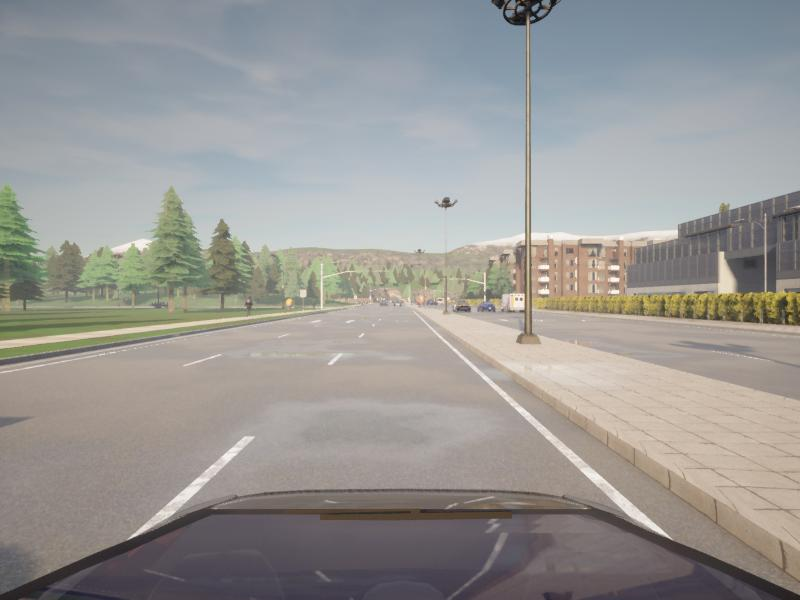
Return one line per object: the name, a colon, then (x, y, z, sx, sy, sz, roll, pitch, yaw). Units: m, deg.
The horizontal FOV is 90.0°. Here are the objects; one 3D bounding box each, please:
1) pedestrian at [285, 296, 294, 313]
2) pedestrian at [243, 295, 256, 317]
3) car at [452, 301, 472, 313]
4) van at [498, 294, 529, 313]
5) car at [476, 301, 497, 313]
pedestrian: (-12.341, 0.524, 44.712, 0.751, 1.860, 0.751, 0, 0, 2)
pedestrian: (-12.607, 0.515, 33.495, 0.751, 1.860, 0.751, 0, 0, 2)
car: (8.250, 0.874, 53.841, 2.038, 1.542, 4.974, 0, 0, 1)
van: (15.255, 0.426, 54.148, 2.351, 2.431, 6.366, 0, 0, 0)
car: (11.755, 0.918, 54.568, 1.812, 1.442, 4.674, 0, 0, 0)
